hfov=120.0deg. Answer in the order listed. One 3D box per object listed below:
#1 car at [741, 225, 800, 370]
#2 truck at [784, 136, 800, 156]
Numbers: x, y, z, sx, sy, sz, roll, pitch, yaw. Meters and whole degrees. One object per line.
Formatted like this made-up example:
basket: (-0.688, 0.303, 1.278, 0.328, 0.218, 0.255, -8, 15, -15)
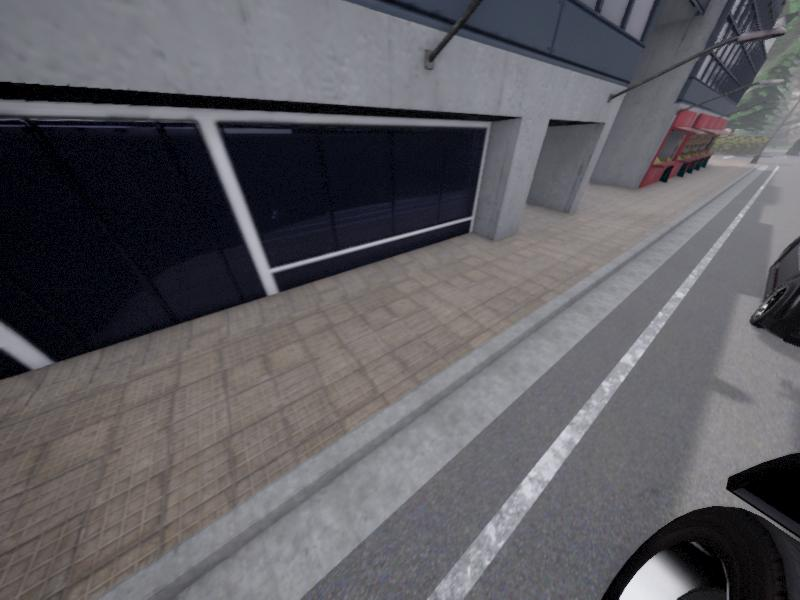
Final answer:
car: (6.732, -0.197, 2.945, 4.181, 1.385, 1.994, -23, 41, -28)
truck: (53.920, -20.205, 30.304, 6.274, 2.098, 2.390, -27, 43, -33)
